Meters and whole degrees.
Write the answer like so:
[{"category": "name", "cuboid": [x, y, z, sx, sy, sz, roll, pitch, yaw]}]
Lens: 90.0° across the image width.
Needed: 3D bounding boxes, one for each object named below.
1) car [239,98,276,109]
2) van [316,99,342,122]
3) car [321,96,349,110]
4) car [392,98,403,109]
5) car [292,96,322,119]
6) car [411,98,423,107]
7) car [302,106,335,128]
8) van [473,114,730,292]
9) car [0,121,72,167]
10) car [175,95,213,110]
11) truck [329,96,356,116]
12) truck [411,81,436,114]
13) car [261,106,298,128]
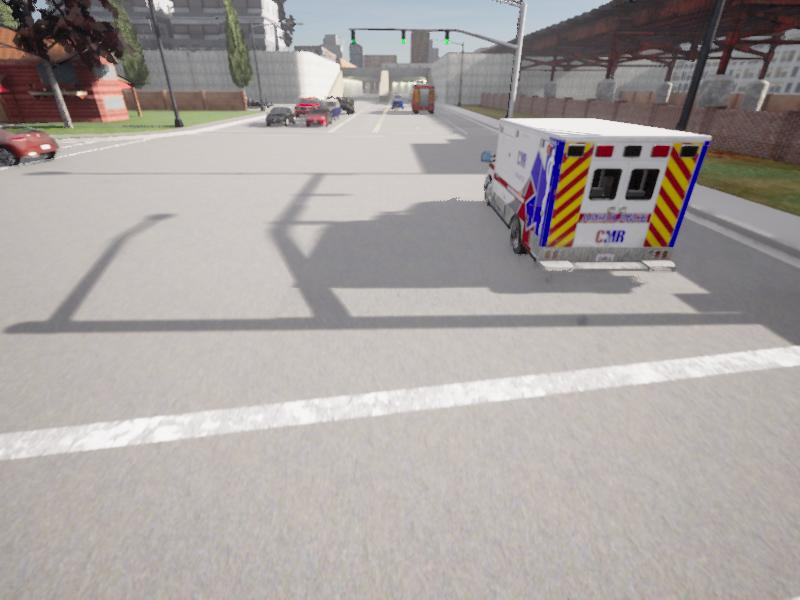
[{"category": "car", "cuboid": [-22.815, -31.567, 64.193, 4.902, 1.511, 2.128, 0, 28, -1]}, {"category": "van", "cuboid": [-7.243, -19.526, 41.149, 1.775, 1.987, 4.442, 0, 28, 0]}, {"category": "car", "cuboid": [-10.267, -31.116, 63.047, 3.866, 1.878, 1.905, 14, 30, 24]}, {"category": "car", "cuboid": [-0.403, -32.921, 66.914, 1.882, 1.535, 5.008, 0, 28, 0]}, {"category": "car", "cuboid": [-10.691, -22.429, 46.506, 2.150, 2.045, 5.566, 0, 29, 0]}, {"category": "car", "cuboid": [3.062, -35.797, 72.460, 1.812, 1.442, 4.674, 0, 28, 0]}, {"category": "car", "cuboid": [-7.209, -16.462, 35.868, 2.007, 1.525, 4.514, 0, 28, 0]}, {"category": "van", "cuboid": [3.458, -2.685, 9.010, 2.351, 2.431, 6.366, 0, 28, 0]}, {"category": "car", "cuboid": [-18.153, -6.989, 17.814, 5.027, 1.651, 2.152, 2, 28, 4]}, {"category": "car", "cuboid": [-31.289, -30.060, 60.885, 4.605, 1.855, 1.932, 0, 28, -1]}, {"category": "truck", "cuboid": [-7.158, -24.634, 50.650, 2.390, 2.098, 6.274, 0, 28, 0]}, {"category": "truck", "cuboid": [3.170, -28.535, 56.248, 2.891, 3.827, 8.468, 0, 28, 0]}, {"category": "car", "cuboid": [-10.713, -16.559, 36.053, 1.837, 1.490, 4.892, 0, 28, 0]}]
